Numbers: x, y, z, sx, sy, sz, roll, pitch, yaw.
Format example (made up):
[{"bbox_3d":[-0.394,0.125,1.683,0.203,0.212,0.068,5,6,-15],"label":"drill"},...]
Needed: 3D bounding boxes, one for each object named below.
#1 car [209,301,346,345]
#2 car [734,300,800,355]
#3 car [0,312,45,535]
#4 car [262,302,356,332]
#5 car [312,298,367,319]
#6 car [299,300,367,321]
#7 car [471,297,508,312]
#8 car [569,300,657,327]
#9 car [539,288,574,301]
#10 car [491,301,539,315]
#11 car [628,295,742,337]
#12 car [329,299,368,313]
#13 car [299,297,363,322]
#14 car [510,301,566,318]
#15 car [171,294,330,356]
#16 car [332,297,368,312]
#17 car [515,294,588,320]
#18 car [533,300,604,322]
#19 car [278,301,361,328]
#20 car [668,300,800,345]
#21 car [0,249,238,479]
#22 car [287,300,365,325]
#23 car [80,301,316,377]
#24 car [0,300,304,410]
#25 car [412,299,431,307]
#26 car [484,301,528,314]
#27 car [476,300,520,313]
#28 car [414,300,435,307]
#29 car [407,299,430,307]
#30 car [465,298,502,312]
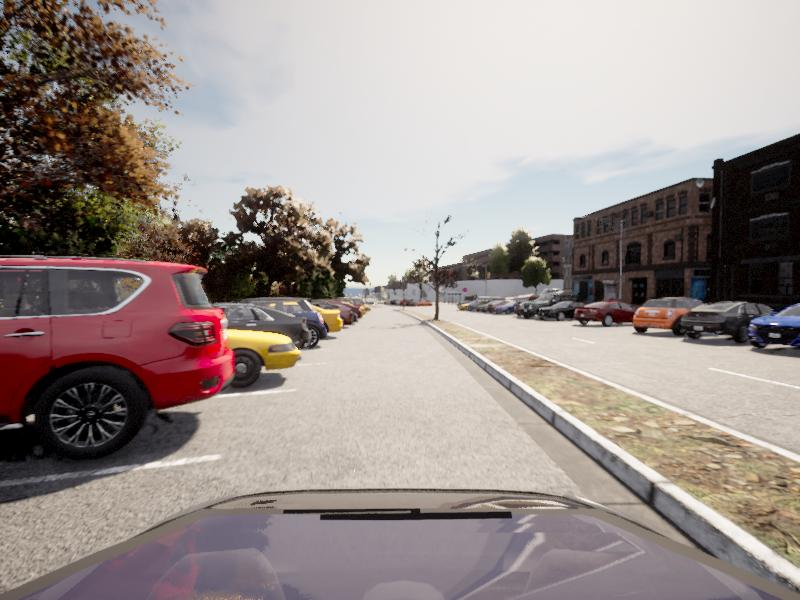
[{"bbox_3d":[-4.886,0.835,16.269,5.008,1.535,2.097,-1,0,-21],"label":"car"},{"bbox_3d":[13.375,0.807,12.654,5.008,1.535,2.097,1,0,-21],"label":"car"},{"bbox_3d":[-4.791,0.859,1.433,4.792,1.488,2.163,-1,0,-20],"label":"car"},{"bbox_3d":[-5.047,0.868,22.178,4.792,1.488,2.163,-1,0,-21],"label":"car"},{"bbox_3d":[-5.598,0.719,36.999,4.553,1.767,2.185,-1,0,-23],"label":"car"},{"bbox_3d":[-5.639,0.843,33.958,5.366,1.575,1.946,-1,0,-23],"label":"car"},{"bbox_3d":[11.586,0.574,51.830,4.442,1.987,1.878,1,0,-25],"label":"car"},{"bbox_3d":[13.161,0.805,24.738,5.008,1.535,2.097,1,0,-22],"label":"car"},{"bbox_3d":[28.666,-1.058,73.544,2.435,2.045,5.566,-7,4,-30],"label":"car"},{"bbox_3d":[12.344,0.842,42.841,4.674,1.452,2.002,1,0,-24],"label":"car"},{"bbox_3d":[13.274,0.680,18.691,4.553,1.767,2.185,1,0,-21],"label":"car"},{"bbox_3d":[-6.645,0.727,51.771,4.553,1.767,2.185,-1,0,-25],"label":"car"},{"bbox_3d":[-5.362,0.717,31.066,4.553,1.767,2.185,-1,0,-22],"label":"car"},{"bbox_3d":[12.685,0.842,36.814,4.674,1.452,2.002,1,0,-23],"label":"car"},{"bbox_3d":[-4.830,0.708,13.313,4.553,1.767,2.185,-1,0,-20],"label":"car"},{"bbox_3d":[-6.835,0.627,54.759,4.442,1.987,1.878,-1,0,-25],"label":"car"},{"bbox_3d":[12.815,0.551,33.777,5.566,2.045,2.435,1,0,-23],"label":"car"},{"bbox_3d":[12.970,0.804,30.772,5.008,1.535,2.097,1,0,-23],"label":"car"},{"bbox_3d":[-5.075,0.868,25.172,4.792,1.488,2.163,-1,0,-22],"label":"car"},{"bbox_3d":[13.326,0.808,15.672,4.892,1.521,2.231,1,0,-21],"label":"car"},{"bbox_3d":[-4.843,0.580,4.381,5.566,2.045,2.435,-1,0,-20],"label":"car"},{"bbox_3d":[-5.201,0.840,28.115,5.008,1.535,2.097,-1,0,-22],"label":"car"},{"bbox_3d":[-4.827,0.834,10.335,4.892,1.521,2.231,-1,0,-20],"label":"car"},{"bbox_3d":[-4.647,0.826,7.434,5.366,1.575,1.946,-1,0,-20],"label":"car"},{"bbox_3d":[5.391,0.778,101.326,4.442,1.987,1.878,0,0,-30],"label":"car"},{"bbox_3d":[12.136,0.841,45.859,4.674,1.452,2.002,1,0,-24],"label":"car"},{"bbox_3d":[11.930,0.802,48.870,4.892,1.521,2.231,1,0,-25],"label":"car"},{"bbox_3d":[5.984,0.883,98.407,4.553,1.767,2.185,0,0,-30],"label":"car"},{"bbox_3d":[4.926,0.749,104.328,5.566,2.045,2.435,1,0,-31],"label":"car"},{"bbox_3d":[11.463,0.675,54.903,4.553,1.767,2.185,1,0,-25],"label":"car"}]
